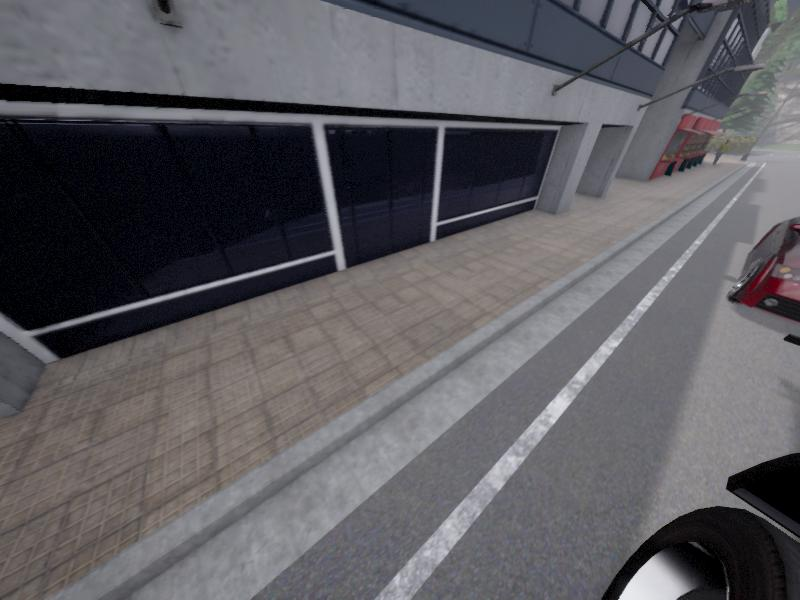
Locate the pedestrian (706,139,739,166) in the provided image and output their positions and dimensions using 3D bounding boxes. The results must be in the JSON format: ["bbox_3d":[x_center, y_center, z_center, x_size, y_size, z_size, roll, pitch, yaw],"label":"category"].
[{"bbox_3d":[26.569,-12.180,19.061,0.751,1.860,0.751,-24,42,-30],"label":"pedestrian"}]

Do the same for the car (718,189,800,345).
[{"bbox_3d":[7.129,-0.566,3.469,4.181,1.385,1.994,-23,41,-29],"label":"car"}]
